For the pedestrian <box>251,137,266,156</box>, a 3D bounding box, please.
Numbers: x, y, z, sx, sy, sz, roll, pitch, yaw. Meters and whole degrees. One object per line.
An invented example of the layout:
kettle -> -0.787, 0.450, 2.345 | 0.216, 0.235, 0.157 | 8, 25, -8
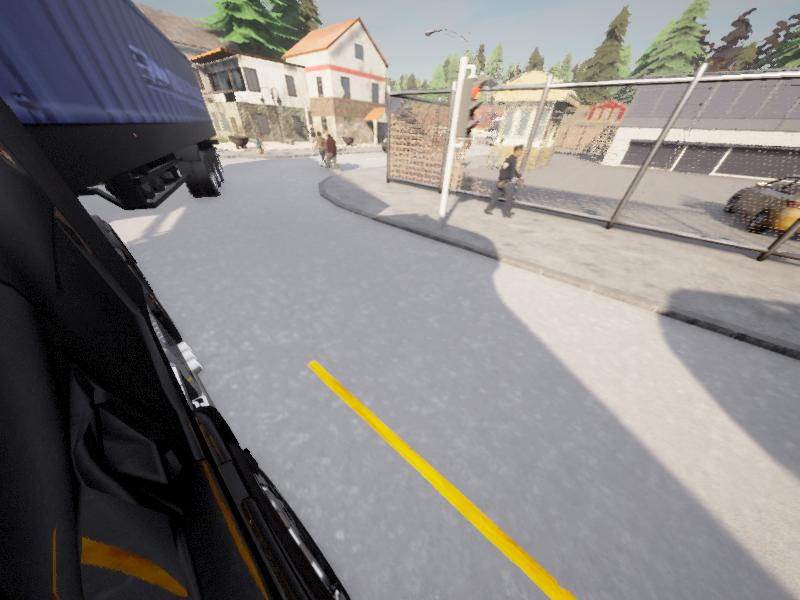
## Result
pedestrian -> -10.269, -11.171, 16.786 | 0.500, 1.100, 0.500 | 9, 37, 9

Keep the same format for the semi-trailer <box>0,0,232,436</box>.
semi-trailer -> -6.847, -4.439, 5.450 | 2.717, 4.402, 14.254 | -16, 41, -22

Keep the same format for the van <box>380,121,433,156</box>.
van -> 0.715, -16.521, 23.663 | 1.988, 2.561, 5.915 | 28, 44, 30

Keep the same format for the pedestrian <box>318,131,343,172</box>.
pedestrian -> -3.806, -8.171, 12.740 | 0.751, 1.860, 0.751 | 27, 43, 29

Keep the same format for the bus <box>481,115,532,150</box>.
bus -> 18.046, -29.224, 40.312 | 3.944, 4.253, 10.273 | 2, 37, 0

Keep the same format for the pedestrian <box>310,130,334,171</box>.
pedestrian -> -4.406, -8.496, 13.136 | 0.751, 1.860, 0.751 | 29, 44, 30

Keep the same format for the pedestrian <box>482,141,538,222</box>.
pedestrian -> 3.032, -3.314, 6.509 | 0.751, 1.860, 0.751 | 26, 42, 28

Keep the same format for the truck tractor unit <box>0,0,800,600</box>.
truck tractor unit -> -2.645, -0.295, 0.351 | 6.516, 4.208, 3.053 | 28, 44, 30

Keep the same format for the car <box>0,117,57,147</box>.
car -> -29.330, -13.237, 18.115 | 5.238, 1.638, 1.930 | 27, 43, 29
